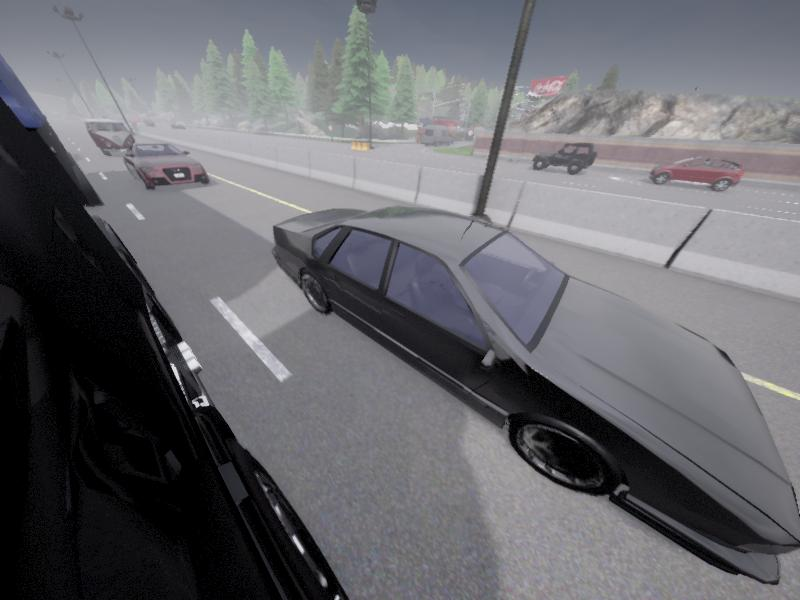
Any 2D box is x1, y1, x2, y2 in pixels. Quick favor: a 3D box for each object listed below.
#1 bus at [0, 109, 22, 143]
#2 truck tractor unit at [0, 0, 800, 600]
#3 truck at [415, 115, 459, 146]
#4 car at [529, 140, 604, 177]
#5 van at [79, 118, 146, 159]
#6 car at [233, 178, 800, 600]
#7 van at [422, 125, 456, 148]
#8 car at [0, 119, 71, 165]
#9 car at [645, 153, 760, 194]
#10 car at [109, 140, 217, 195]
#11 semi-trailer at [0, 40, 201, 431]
[{"bbox_3d":[-37.457,-16.095,19.489,10.273,4.253,3.944,27,43,30],"label":"bus"},{"bbox_3d":[-2.645,-0.295,0.351,6.516,4.208,3.053,28,44,30],"label":"truck tractor unit"},{"bbox_3d":[6.374,-28.631,39.177,2.891,3.827,8.468,27,43,29],"label":"truck"},{"bbox_3d":[12.148,-10.542,17.071,3.866,1.878,1.905,28,43,30],"label":"car"},{"bbox_3d":[-19.337,-10.921,15.535,4.442,1.987,1.775,28,43,30],"label":"van"},{"bbox_3d":[0.433,-0.224,2.829,5.357,1.411,2.033,28,43,30],"label":"car"},{"bbox_3d":[6.034,-24.933,35.242,1.988,2.561,5.915,28,43,30],"label":"van"},{"bbox_3d":[-20.726,-8.861,12.824,4.553,1.767,2.097,28,43,30],"label":"car"},{"bbox_3d":[17.455,-7.596,13.712,3.705,1.549,1.789,28,43,30],"label":"car"},{"bbox_3d":[-9.684,-5.563,9.425,4.181,1.385,1.994,28,43,30],"label":"car"},{"bbox_3d":[-8.705,-3.583,4.247,14.254,4.402,2.717,28,43,30],"label":"semi-trailer"}]
